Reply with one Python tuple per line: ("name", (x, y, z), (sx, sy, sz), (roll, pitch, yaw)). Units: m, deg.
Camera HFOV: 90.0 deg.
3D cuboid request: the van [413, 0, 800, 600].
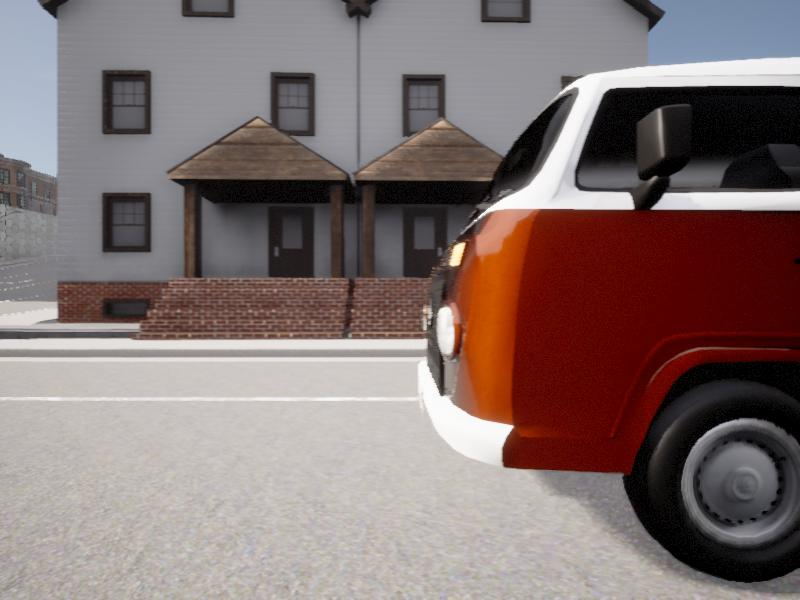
("van", (2.351, -0.030, 2.201), (4.480, 2.038, 2.069), (0, 0, 0))
